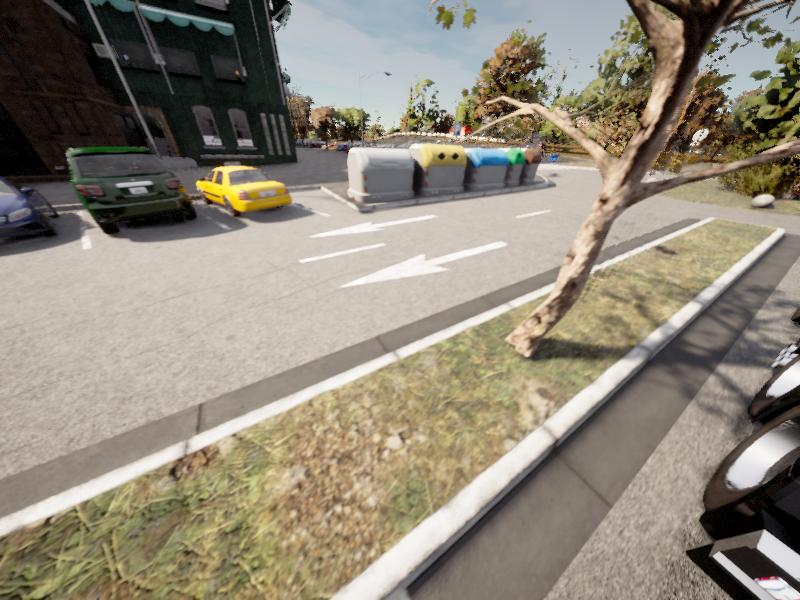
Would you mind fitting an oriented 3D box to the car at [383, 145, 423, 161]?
[{"bbox_3d":[0.430,-17.011,26.652,2.002,1.452,4.674,27,42,32],"label":"car"}]

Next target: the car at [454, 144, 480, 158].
[{"bbox_3d":[11.461,-25.229,39.230,2.185,1.767,4.553,27,41,32],"label":"car"}]

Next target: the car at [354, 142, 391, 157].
[{"bbox_3d":[-3.797,-21.563,33.091,1.946,1.575,5.366,26,41,32],"label":"car"}]

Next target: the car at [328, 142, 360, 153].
[{"bbox_3d":[-9.815,-27.321,41.308,1.946,1.575,5.366,27,42,32],"label":"car"}]

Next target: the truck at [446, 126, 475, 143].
[{"bbox_3d":[12.403,-34.449,47.964,2.627,2.467,5.204,-16,42,-25],"label":"truck"}]

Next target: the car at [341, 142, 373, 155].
[{"bbox_3d":[-6.820,-24.402,37.197,2.163,1.488,4.792,27,42,32],"label":"car"}]

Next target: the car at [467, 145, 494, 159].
[{"bbox_3d":[12.947,-23.717,37.069,2.185,1.767,4.553,27,40,31],"label":"car"}]

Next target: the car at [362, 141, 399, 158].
[{"bbox_3d":[-2.483,-20.094,30.769,2.185,1.767,4.553,26,42,32],"label":"car"}]

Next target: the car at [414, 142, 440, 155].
[{"bbox_3d":[5.557,-31.377,47.800,2.435,2.045,5.566,27,40,32],"label":"car"}]

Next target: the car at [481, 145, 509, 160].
[{"bbox_3d":[14.381,-22.184,34.872,2.185,1.767,4.553,27,40,32],"label":"car"}]

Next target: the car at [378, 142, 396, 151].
[{"bbox_3d":[-3.363,-40.315,60.790,2.185,1.767,4.553,27,40,32],"label":"car"}]

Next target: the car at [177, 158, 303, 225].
[{"bbox_3d":[-6.253,-4.411,8.894,5.366,1.575,1.946,25,42,32],"label":"car"}]

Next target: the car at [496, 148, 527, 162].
[{"bbox_3d":[15.882,-20.580,32.804,2.231,1.521,4.892,27,40,31],"label":"car"}]

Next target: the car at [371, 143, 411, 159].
[{"bbox_3d":[-1.021,-18.521,28.741,2.231,1.521,4.892,26,42,32],"label":"car"}]

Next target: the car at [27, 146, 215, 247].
[{"bbox_3d":[-8.758,-3.701,7.429,5.566,2.045,2.435,25,42,32],"label":"car"}]

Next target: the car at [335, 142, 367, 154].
[{"bbox_3d":[-8.247,-25.916,39.312,2.097,1.535,5.008,27,42,32],"label":"car"}]

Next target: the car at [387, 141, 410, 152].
[{"bbox_3d":[-0.360,-37.421,56.439,2.435,2.045,5.566,27,40,32],"label":"car"}]

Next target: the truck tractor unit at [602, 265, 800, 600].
[{"bbox_3d":[5.107,-0.304,0.778,6.516,4.208,3.053,-18,39,-24],"label":"truck tractor unit"}]

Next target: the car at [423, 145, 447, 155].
[{"bbox_3d":[6.983,-29.607,45.755,2.163,1.488,4.792,27,41,31],"label":"car"}]

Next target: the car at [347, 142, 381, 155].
[{"bbox_3d":[-5.357,-22.956,35.083,2.231,1.521,4.892,27,42,32],"label":"car"}]

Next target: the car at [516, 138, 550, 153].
[{"bbox_3d":[20.864,-24.288,36.323,1.851,1.617,3.988,-16,42,-25],"label":"car"}]

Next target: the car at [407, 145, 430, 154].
[{"bbox_3d":[4.030,-32.666,50.079,2.231,1.521,4.892,27,40,32],"label":"car"}]

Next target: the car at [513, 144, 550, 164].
[{"bbox_3d":[17.376,-19.292,30.524,2.435,2.045,5.566,27,40,32],"label":"car"}]

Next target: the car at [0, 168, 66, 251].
[{"bbox_3d":[-11.349,-2.605,6.344,4.674,1.452,2.002,25,41,32],"label":"car"}]

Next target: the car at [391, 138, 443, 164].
[{"bbox_3d":[1.872,-15.758,24.351,2.435,2.045,5.566,27,42,32],"label":"car"}]

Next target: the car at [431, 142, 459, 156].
[{"bbox_3d":[8.478,-28.331,43.440,2.435,2.045,5.566,27,41,31],"label":"car"}]

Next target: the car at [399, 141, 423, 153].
[{"bbox_3d":[2.554,-34.375,52.081,2.435,2.045,5.566,27,41,32],"label":"car"}]
